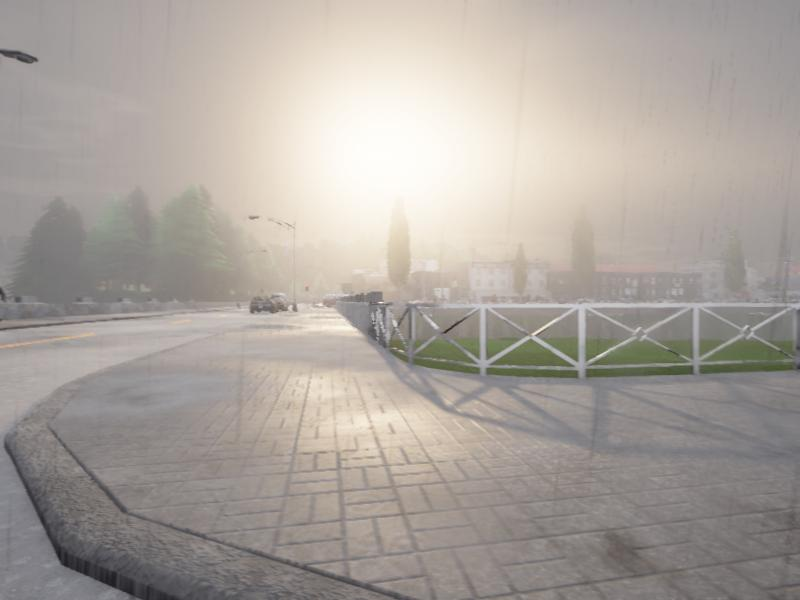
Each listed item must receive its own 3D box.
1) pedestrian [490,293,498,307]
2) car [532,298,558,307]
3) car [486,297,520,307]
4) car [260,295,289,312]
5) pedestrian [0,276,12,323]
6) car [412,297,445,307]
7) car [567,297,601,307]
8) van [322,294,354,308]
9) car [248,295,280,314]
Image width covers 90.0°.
[{"bbox_3d":[12.711,0.055,54.224,0.751,1.860,0.751,0,0,-12],"label":"pedestrian"},{"bbox_3d":[25.078,0.438,69.382,3.806,1.475,1.970,0,0,-10],"label":"car"},{"bbox_3d":[17.429,0.318,67.994,5.238,1.638,1.930,0,0,-10],"label":"car"},{"bbox_3d":[-12.129,0.335,38.924,2.038,1.542,4.974,0,0,-10],"label":"car"},{"bbox_3d":[-16.243,-0.008,16.006,0.751,1.860,0.751,0,0,-16],"label":"pedestrian"},{"bbox_3d":[4.616,0.336,65.670,5.027,1.651,2.152,0,0,-10],"label":"car"},{"bbox_3d":[32.459,0.309,70.722,5.238,1.638,1.930,0,0,-10],"label":"car"},{"bbox_3d":[-9.187,0.126,59.433,4.480,2.038,2.069,0,0,-2],"label":"van"},{"bbox_3d":[-10.956,0.347,32.429,1.816,1.474,4.193,0,0,-10],"label":"car"}]
